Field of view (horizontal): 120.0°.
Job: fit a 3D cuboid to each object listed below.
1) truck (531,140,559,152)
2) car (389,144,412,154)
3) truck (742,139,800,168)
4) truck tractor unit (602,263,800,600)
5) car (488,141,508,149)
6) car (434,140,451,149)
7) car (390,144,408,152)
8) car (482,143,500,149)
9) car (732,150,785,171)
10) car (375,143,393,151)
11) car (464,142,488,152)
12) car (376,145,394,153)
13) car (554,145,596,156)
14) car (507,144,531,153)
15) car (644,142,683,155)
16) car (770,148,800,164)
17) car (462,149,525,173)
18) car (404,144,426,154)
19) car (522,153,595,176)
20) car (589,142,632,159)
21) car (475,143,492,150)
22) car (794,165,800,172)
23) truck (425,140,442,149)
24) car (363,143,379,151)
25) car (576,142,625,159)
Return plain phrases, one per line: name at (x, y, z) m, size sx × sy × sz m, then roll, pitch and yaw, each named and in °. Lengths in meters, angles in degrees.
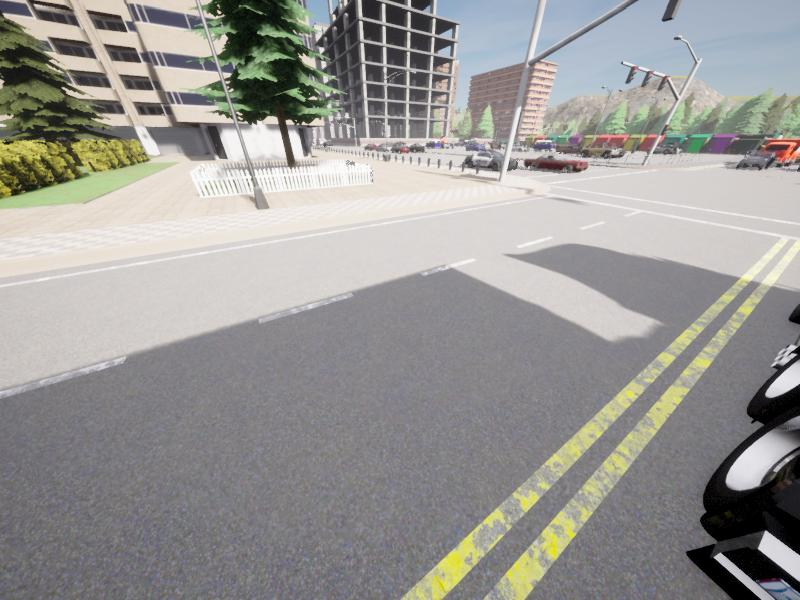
truck at (31.841, -33.936, 50.868) m, size 2.069 × 2.038 × 4.478 m, roll -18°, pitch 39°, yaw -24°
car at (-0.018, -28.738, 43.956) m, size 2.163 × 1.488 × 4.792 m, roll -18°, pitch 39°, yaw -24°
truck at (40.592, -15.796, 24.811) m, size 5.204 × 2.467 × 2.627 m, roll -17°, pitch 39°, yaw -23°
truck tractor unit at (5.108, -0.304, 0.785) m, size 6.516 × 4.208 × 3.053 m, roll -18°, pitch 39°, yaw -24°
car at (26.609, -42.126, 62.752) m, size 1.932 × 1.855 × 4.605 m, roll -18°, pitch 39°, yaw -24°
car at (11.201, -41.330, 61.496) m, size 1.932 × 1.855 × 4.605 m, roll -18°, pitch 39°, yaw -24°
car at (-0.339, -33.021, 50.135) m, size 1.812 × 1.442 × 4.674 m, roll -18°, pitch 39°, yaw -25°
car at (24.307, -41.171, 61.733) m, size 1.784 × 1.438 × 3.905 m, roll -18°, pitch 39°, yaw -24°
car at (34.649, -13.544, 22.357) m, size 3.633 × 1.501 × 1.845 m, roll -18°, pitch 39°, yaw -24°
car at (-3.979, -36.605, 55.297) m, size 2.033 × 1.411 × 5.357 m, roll -18°, pitch 39°, yaw -24°
car at (16.247, -32.865, 49.678) m, size 2.242 × 1.667 × 4.611 m, roll -18°, pitch 39°, yaw -24°
car at (-3.215, -31.823, 48.523) m, size 1.895 × 1.301 × 4.718 m, roll -18°, pitch 39°, yaw -24°
car at (29.844, -25.721, 39.638) m, size 2.033 × 1.415 × 5.357 m, roll -18°, pitch 39°, yaw -24°
car at (24.334, -31.194, 47.465) m, size 1.970 × 1.475 × 3.806 m, roll -18°, pitch 39°, yaw -24°
car at (47.693, -27.500, 41.916) m, size 1.905 × 1.878 × 3.866 m, roll -18°, pitch 39°, yaw -24°
car at (49.282, -18.100, 28.960) m, size 5.366 × 1.575 × 1.801 m, roll -17°, pitch 38°, yaw -23°
car at (8.221, -12.627, 20.844) m, size 2.038 × 1.542 × 4.974 m, roll -18°, pitch 39°, yaw -24°
car at (2.917, -29.848, 45.522) m, size 1.882 × 1.535 × 5.008 m, roll -18°, pitch 39°, yaw -25°
car at (13.299, -11.691, 19.744) m, size 1.895 × 1.301 × 4.718 m, roll -20°, pitch 40°, yaw -26°
car at (30.705, -21.944, 33.815) m, size 1.905 × 1.878 × 3.866 m, roll -18°, pitch 39°, yaw -24°
car at (21.798, -40.329, 60.560) m, size 1.970 × 1.475 × 3.806 m, roll -18°, pitch 39°, yaw -24°
car at (38.892, -12.642, 21.013) m, size 5.027 × 1.651 × 2.152 m, roll -18°, pitch 39°, yaw -24°
truck at (8.727, -40.556, 60.201) m, size 2.069 × 2.038 × 4.478 m, roll -18°, pitch 39°, yaw -24°
car at (-6.718, -35.339, 53.416) m, size 1.812 × 1.442 × 4.674 m, roll -18°, pitch 39°, yaw -24°
car at (28.169, -21.157, 32.661) m, size 1.932 × 1.855 × 4.605 m, roll -18°, pitch 39°, yaw -24°
